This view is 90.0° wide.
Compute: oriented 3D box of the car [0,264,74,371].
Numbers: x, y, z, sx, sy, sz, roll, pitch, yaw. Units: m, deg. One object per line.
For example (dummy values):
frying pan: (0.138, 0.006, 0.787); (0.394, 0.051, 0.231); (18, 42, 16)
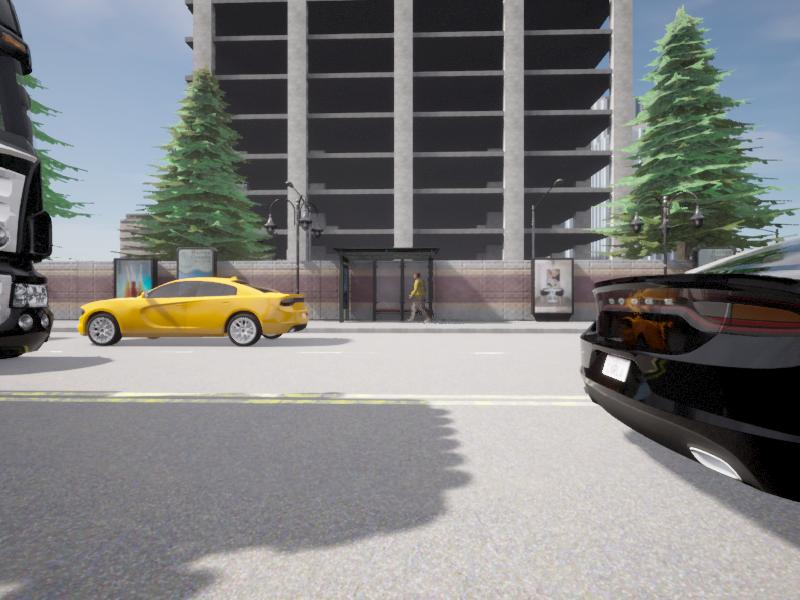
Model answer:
car: (-8.035, 0.245, 5.980); (4.892, 1.490, 1.837); (0, 0, 2)

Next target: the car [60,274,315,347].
car: (-4.699, 0.223, 9.380); (5.008, 1.535, 1.882); (0, 0, 2)

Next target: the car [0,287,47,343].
car: (-11.627, 0.344, 9.590); (4.718, 1.301, 1.895); (0, 0, 2)

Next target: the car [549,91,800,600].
car: (3.773, 0.171, 2.126); (5.238, 1.638, 1.930); (0, 0, 2)

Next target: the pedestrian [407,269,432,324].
pedestrian: (0.683, -0.115, 14.079); (0.751, 1.860, 0.751); (0, 0, 14)

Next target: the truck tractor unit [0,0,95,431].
truck tractor unit: (-6.257, -1.116, 2.426); (6.516, 4.208, 3.053); (0, 0, 2)
